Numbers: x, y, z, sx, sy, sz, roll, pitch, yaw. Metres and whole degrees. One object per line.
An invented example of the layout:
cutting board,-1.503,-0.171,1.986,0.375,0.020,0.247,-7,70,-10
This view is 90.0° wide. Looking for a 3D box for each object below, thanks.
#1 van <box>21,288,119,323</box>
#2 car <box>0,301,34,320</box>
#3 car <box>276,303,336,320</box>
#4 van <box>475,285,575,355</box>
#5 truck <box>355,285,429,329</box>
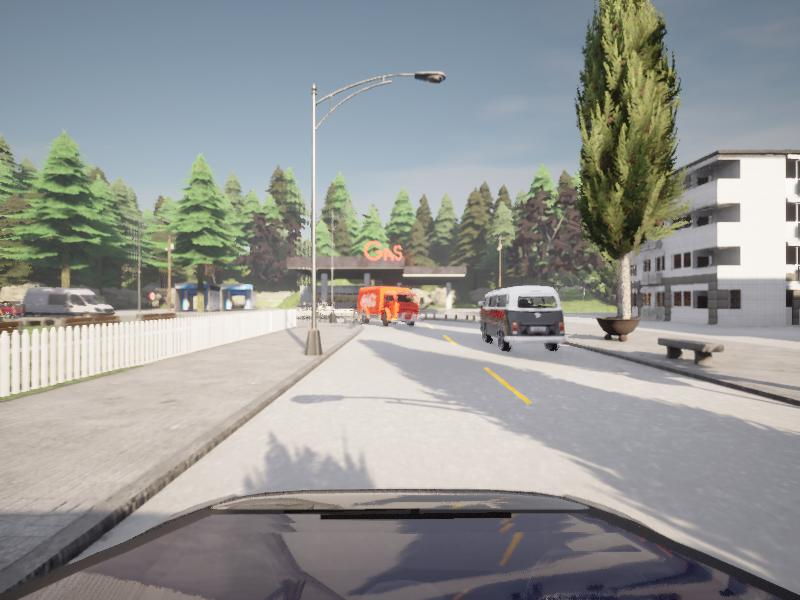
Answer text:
van,-25.167,0.390,30.645,5.915,2.561,1.988,0,0,0
car,-34.388,0.891,34.652,3.705,1.549,1.789,0,0,0
car,-8.006,0.948,34.367,4.674,1.442,1.812,0,0,7
van,4.051,0.603,13.857,2.069,2.038,4.480,0,0,0
truck,-0.681,0.411,25.654,2.627,2.467,5.204,3,-1,-28
